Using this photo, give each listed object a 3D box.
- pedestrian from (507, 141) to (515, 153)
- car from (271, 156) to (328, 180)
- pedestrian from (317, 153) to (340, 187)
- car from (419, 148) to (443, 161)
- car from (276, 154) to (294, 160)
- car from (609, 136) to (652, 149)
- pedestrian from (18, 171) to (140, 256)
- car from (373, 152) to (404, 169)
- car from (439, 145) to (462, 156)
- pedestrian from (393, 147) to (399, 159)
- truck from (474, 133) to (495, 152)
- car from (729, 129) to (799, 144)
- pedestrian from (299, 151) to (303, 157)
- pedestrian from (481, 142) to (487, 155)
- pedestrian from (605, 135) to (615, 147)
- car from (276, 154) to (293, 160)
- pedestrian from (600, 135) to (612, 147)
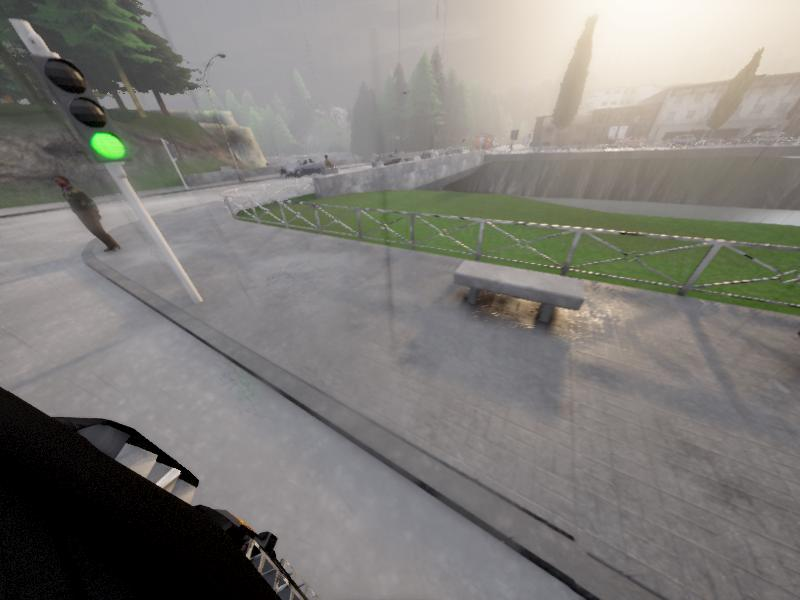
[{"bbox_3d":[20.206,-27.868,42.061,0.751,1.860,0.751,13,37,23],"label":"pedestrian"},{"bbox_3d":[-9.823,-13.307,23.113,2.242,1.667,4.611,16,38,26],"label":"car"},{"bbox_3d":[-4.553,-8.370,14.890,0.751,1.860,0.751,16,38,26],"label":"pedestrian"},{"bbox_3d":[5.083,-23.703,37.577,2.038,1.542,4.974,16,38,26],"label":"car"},{"bbox_3d":[-36.778,-45.719,73.916,2.163,1.488,4.792,16,38,26],"label":"car"},{"bbox_3d":[41.322,-28.416,41.616,5.027,1.651,2.152,16,38,26],"label":"car"},{"bbox_3d":[-7.921,-2.149,5.856,0.751,1.860,0.751,-2,34,2],"label":"pedestrian"},{"bbox_3d":[-1.281,-17.316,28.593,1.816,1.474,4.193,16,38,26],"label":"car"},{"bbox_3d":[11.036,-32.724,50.495,4.856,1.649,2.033,-22,37,-26],"label":"car"},{"bbox_3d":[-0.715,-26.997,42.443,0.751,1.860,0.751,-30,42,-34],"label":"pedestrian"},{"bbox_3d":[22.776,-42.388,62.011,2.891,3.827,8.468,16,38,26],"label":"truck"},{"bbox_3d":[54.639,-24.641,34.880,5.238,1.638,1.930,16,38,26],"label":"car"},{"bbox_3d":[-37.201,-54.709,86.815,0.751,1.860,0.751,17,39,28],"label":"pedestrian"},{"bbox_3d":[15.466,-27.785,42.315,0.751,1.860,0.751,7,35,15],"label":"pedestrian"},{"bbox_3d":[40.473,-30.647,44.574,0.751,1.860,0.751,23,42,33],"label":"pedestrian"},{"bbox_3d":[-38.821,-48.132,77.666,1.837,1.490,4.892,16,38,26],"label":"car"},{"bbox_3d":[39.830,-30.662,44.648,0.751,1.860,0.751,-7,34,-6],"label":"pedestrian"}]
